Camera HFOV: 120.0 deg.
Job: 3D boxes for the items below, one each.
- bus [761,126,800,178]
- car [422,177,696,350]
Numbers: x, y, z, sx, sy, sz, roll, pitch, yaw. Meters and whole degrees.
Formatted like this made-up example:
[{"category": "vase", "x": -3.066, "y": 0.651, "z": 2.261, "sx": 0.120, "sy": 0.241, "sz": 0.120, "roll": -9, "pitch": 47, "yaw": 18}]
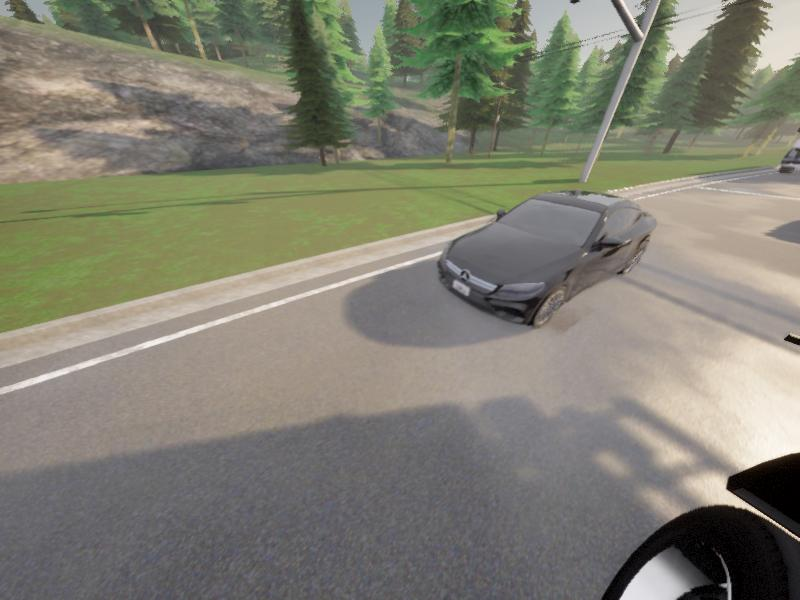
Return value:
[{"category": "bus", "x": 30.189, "y": -10.494, "z": 14.791, "sx": 10.273, "sy": 4.253, "sz": 3.944, "roll": -15, "pitch": 38, "yaw": -19}, {"category": "car", "x": 2.855, "y": -1.113, "z": 4.182, "sx": 4.674, "sy": 1.442, "sz": 1.812, "roll": -20, "pitch": 40, "yaw": -26}]
